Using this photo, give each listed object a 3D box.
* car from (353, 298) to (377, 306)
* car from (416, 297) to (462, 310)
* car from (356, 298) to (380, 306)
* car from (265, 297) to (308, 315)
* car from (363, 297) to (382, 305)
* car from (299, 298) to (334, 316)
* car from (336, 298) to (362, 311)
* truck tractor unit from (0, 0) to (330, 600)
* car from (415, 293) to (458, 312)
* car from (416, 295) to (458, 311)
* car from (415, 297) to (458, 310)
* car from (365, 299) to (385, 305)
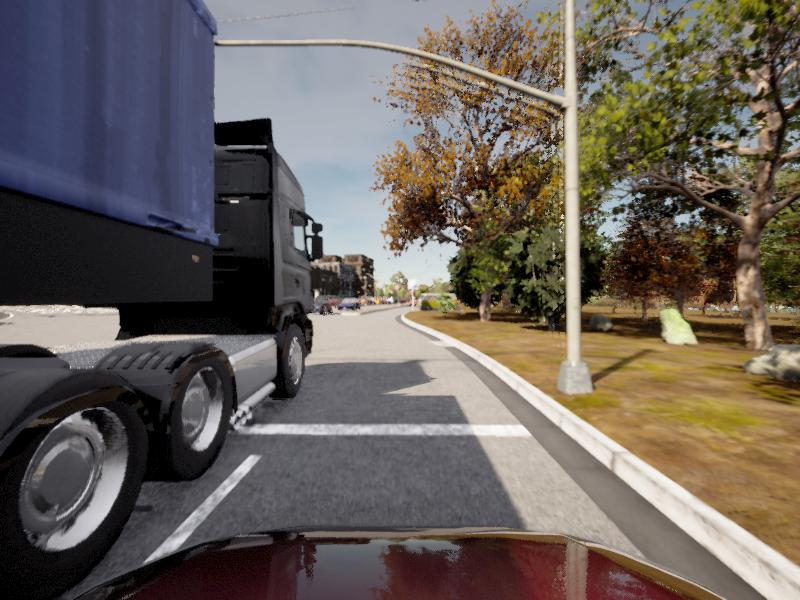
[{"bbox_3d":[-7.891,0.452,90.120,5.008,1.535,2.097,-1,0,-10],"label":"car"},{"bbox_3d":[4.957,0.485,50.936,5.366,1.575,1.946,1,0,-13],"label":"car"},{"bbox_3d":[-7.513,0.445,93.044,5.366,1.575,1.946,-1,0,-10],"label":"car"},{"bbox_3d":[-10.213,0.551,36.419,2.128,1.511,4.902,0,0,6],"label":"car"},{"bbox_3d":[-6.661,0.209,96.064,4.442,1.987,1.878,-1,0,-9],"label":"car"},{"bbox_3d":[-7.255,0.575,35.164,1.816,1.474,4.193,0,0,5],"label":"car"},{"bbox_3d":[-6.076,0.543,48.214,2.163,1.488,4.792,0,0,6],"label":"car"},{"bbox_3d":[-2.947,-0.524,4.592,3.053,4.208,6.516,0,0,1],"label":"truck tractor unit"},{"bbox_3d":[4.056,0.275,44.969,4.442,1.987,1.878,1,0,-14],"label":"car"},{"bbox_3d":[4.430,0.368,47.940,4.553,1.767,2.185,1,0,-14],"label":"car"},{"bbox_3d":[4.930,0.474,53.787,5.366,1.575,1.946,1,1,-13],"label":"car"},{"bbox_3d":[-6.233,0.459,98.993,4.792,1.488,2.163,-1,0,-9],"label":"car"}]
